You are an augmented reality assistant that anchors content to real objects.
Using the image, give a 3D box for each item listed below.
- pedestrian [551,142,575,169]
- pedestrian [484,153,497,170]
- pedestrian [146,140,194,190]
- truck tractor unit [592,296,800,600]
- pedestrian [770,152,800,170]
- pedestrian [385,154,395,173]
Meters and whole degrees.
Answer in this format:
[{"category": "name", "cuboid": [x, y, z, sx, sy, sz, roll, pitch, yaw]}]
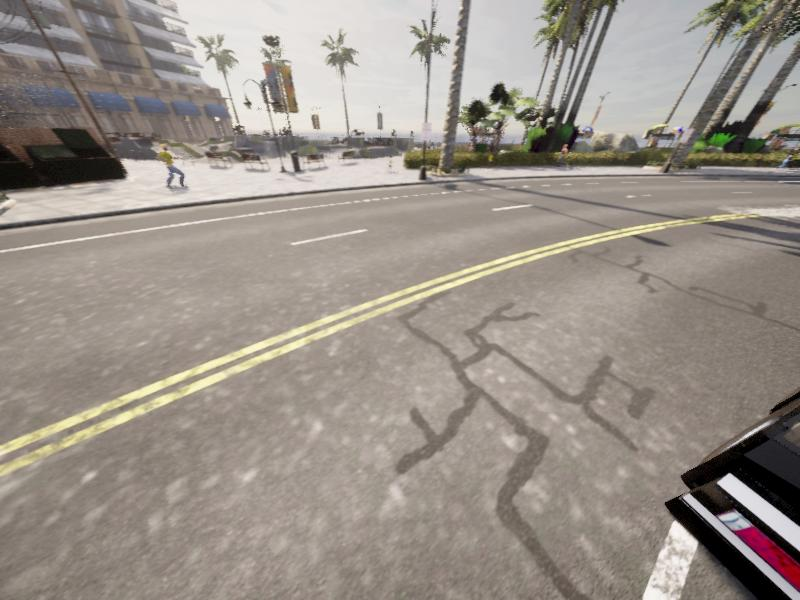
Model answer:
[{"category": "pedestrian", "cuboid": [13.306, -11.855, 18.938, 0.751, 1.860, 0.751, -8, 36, -12]}, {"category": "pedestrian", "cuboid": [7.158, -10.966, 18.243, 0.500, 1.100, 0.500, -12, 37, -17]}, {"category": "pedestrian", "cuboid": [-10.285, -6.084, 10.423, 0.751, 1.860, 0.751, -20, 40, -26]}, {"category": "truck tractor unit", "cuboid": [5.243, -0.141, 0.563, 6.516, 4.208, 3.053, -12, 38, -17]}, {"category": "pedestrian", "cuboid": [34.211, -12.340, 20.446, 0.751, 1.300, 0.751, 3, 35, 4]}, {"category": "pedestrian", "cuboid": [-0.686, -9.334, 15.816, 0.500, 1.100, 0.500, -18, 40, -25]}]
